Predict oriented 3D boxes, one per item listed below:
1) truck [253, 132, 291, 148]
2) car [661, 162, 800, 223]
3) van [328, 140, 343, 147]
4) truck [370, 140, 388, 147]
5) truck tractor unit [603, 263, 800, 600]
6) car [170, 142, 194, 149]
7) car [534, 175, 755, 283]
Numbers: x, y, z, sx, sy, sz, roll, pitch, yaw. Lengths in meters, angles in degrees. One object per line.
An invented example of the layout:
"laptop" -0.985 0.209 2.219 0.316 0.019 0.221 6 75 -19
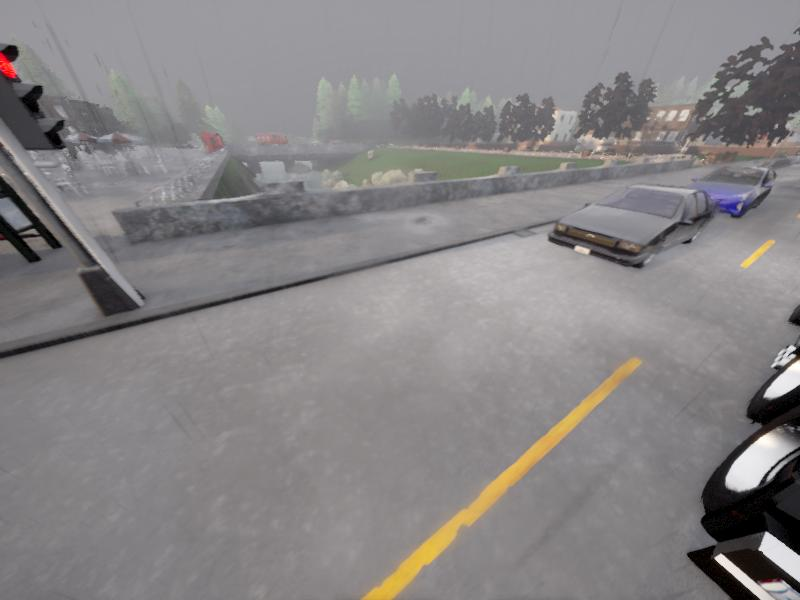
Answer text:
"truck" -36.757 -46.125 66.642 8.468 3.827 2.891 -18 39 -24
"car" 13.081 -4.428 9.173 4.514 1.525 2.007 -18 39 -25
"van" -21.862 -52.863 78.096 4.442 1.987 1.775 -18 39 -24
"truck" -7.638 -57.545 84.868 6.274 2.098 2.390 -18 39 -24
"truck tractor unit" 5.108 -0.302 0.791 6.516 4.208 3.053 -18 39 -24
"car" -57.634 -41.003 61.126 4.193 1.474 1.816 -18 39 -24
"car" 6.314 -2.163 5.966 5.357 1.411 2.033 -18 39 -24
